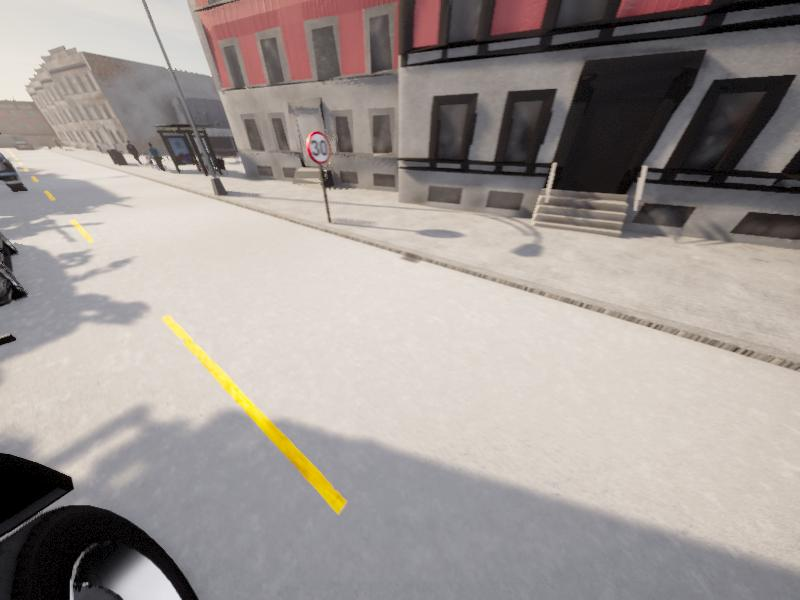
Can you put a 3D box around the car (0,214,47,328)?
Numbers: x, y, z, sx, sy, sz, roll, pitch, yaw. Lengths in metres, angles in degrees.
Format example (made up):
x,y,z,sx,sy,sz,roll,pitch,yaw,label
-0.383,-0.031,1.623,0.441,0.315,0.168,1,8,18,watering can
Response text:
x,y,z,sx,sy,sz,roll,pitch,yaw,label
-8.255,-0.786,3.744,5.357,1.411,2.033,22,41,28,car

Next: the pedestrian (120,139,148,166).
x,y,z,sx,sy,sz,roll,pitch,yaw,label
-22.972,-12.748,19.958,0.751,1.860,0.751,24,41,30,pedestrian

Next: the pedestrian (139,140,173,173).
x,y,z,sx,sy,sz,roll,pitch,yaw,label
-16.601,-9.762,15.775,0.751,1.860,0.751,-16,38,-21,pedestrian

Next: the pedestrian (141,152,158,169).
x,y,z,sx,sy,sz,roll,pitch,yaw,label
-19.486,-10.855,17.962,0.500,1.100,0.500,-28,44,-34,pedestrian

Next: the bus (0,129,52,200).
x,y,z,sx,sy,sz,roll,pitch,yaw,label
-21.926,-7.615,10.822,10.273,4.253,3.944,23,41,27,bus

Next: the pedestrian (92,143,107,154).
x,y,z,sx,sy,sz,roll,pitch,yaw,label
-41.041,-20.693,31.561,0.751,1.300,0.751,26,43,32,pedestrian

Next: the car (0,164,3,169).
x,y,z,sx,sy,sz,roll,pitch,yaw,label
-33.718,-11.357,18.092,3.866,1.878,1.905,22,41,28,car

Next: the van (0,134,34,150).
x,y,z,sx,sy,sz,roll,pitch,yaw,label
-79.466,-32.166,47.001,5.915,2.561,1.988,4,35,5,van
